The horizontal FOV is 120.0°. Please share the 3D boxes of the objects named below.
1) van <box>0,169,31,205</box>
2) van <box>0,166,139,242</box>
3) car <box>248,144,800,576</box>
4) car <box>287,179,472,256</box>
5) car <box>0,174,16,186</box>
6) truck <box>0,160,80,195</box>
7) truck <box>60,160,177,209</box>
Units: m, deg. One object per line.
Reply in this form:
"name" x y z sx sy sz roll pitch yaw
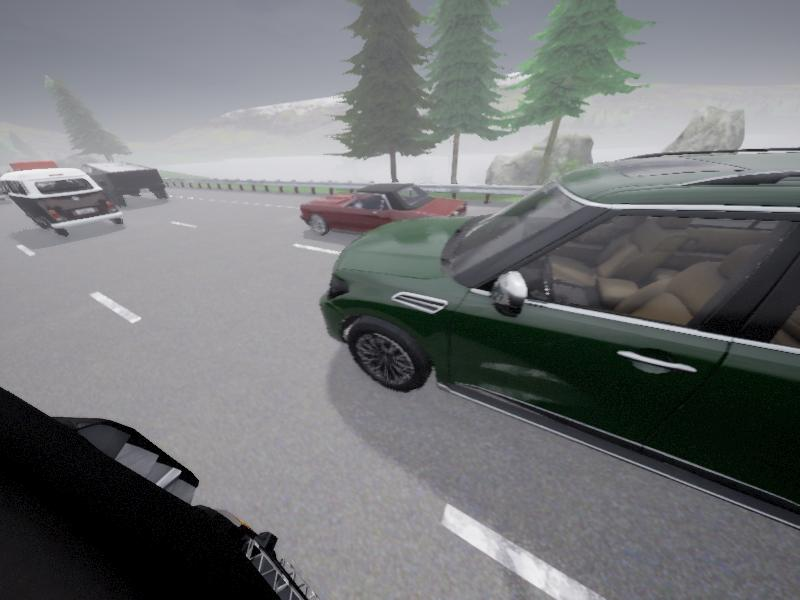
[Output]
"van" -29.757 -7.932 16.327 4.480 2.038 2.069 9 36 17
"van" -12.957 -3.834 8.845 4.480 2.038 2.069 14 38 24
"car" 1.854 -0.033 1.971 5.566 2.045 2.150 15 38 24
"car" -0.644 -2.579 6.622 4.718 1.301 1.895 14 38 24
"car" -58.083 -17.377 33.351 4.718 1.301 1.895 14 38 24
"truck" -33.870 -11.612 21.741 5.204 2.467 2.627 14 38 24
"truck" -17.055 -7.128 14.019 6.274 2.098 2.390 14 38 24
